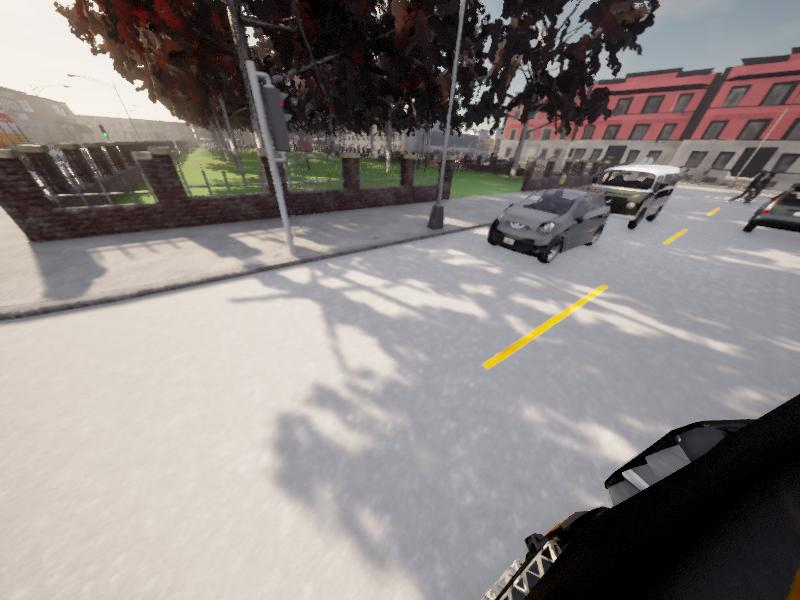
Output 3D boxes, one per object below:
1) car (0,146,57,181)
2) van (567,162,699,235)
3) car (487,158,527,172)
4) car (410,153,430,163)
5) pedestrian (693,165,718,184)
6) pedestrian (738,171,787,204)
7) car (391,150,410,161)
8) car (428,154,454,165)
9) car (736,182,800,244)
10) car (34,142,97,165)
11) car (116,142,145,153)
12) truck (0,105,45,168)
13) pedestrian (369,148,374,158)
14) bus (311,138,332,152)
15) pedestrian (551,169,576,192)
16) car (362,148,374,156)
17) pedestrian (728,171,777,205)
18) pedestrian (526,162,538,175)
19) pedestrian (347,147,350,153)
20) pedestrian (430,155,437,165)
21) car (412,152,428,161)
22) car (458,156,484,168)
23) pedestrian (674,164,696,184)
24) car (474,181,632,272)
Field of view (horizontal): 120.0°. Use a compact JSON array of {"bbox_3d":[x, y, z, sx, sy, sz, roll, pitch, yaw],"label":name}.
[{"bbox_3d":[-22.799,-7.878,13.153,2.033,1.411,5.357,-20,39,-30],"label":"car"},{"bbox_3d":[9.198,-4.190,9.164,4.480,2.038,2.069,-19,39,-30],"label":"van"},{"bbox_3d":[15.601,-19.868,33.991,1.837,1.490,4.892,-20,39,-30],"label":"car"},{"bbox_3d":[4.093,-29.299,47.576,1.970,1.475,3.806,-19,39,-29],"label":"car"},{"bbox_3d":[33.901,-13.934,25.653,0.751,1.860,0.751,-15,37,-25],"label":"pedestrian"},{"bbox_3d":[23.472,-7.295,15.006,0.751,1.860,0.751,-11,36,-20],"label":"pedestrian"},{"bbox_3d":[0.116,-32.736,52.170,1.932,1.855,4.605,-19,39,-30],"label":"car"},{"bbox_3d":[7.650,-26.405,43.368,2.007,1.525,4.514,-19,39,-30],"label":"car"},{"bbox_3d":[15.060,-3.392,8.751,3.988,1.617,1.851,-19,39,-30],"label":"car"},{"bbox_3d":[-28.386,-12.562,19.777,1.845,1.501,3.633,-20,40,-30],"label":"car"},{"bbox_3d":[-43.616,-24.792,37.498,1.994,1.385,4.181,-18,39,-29],"label":"car"},{"bbox_3d":[-30.320,-11.468,15.883,2.891,3.827,8.468,-19,39,-29],"label":"truck"},{"bbox_3d":[-6.558,-33.692,52.946,0.751,1.860,0.751,-19,39,-29],"label":"pedestrian"},{"bbox_3d":[-29.608,-58.190,86.735,3.944,4.253,10.273,-19,39,-30],"label":"bus"},{"bbox_3d":[11.200,-8.219,15.884,0.751,1.300,0.751,-19,39,-29],"label":"pedestrian"},{"bbox_3d":[-9.617,-44.544,69.472,1.905,1.878,3.866,-19,39,-30],"label":"car"},{"bbox_3d":[22.069,-7.022,14.492,0.751,1.860,0.751,-12,36,-22],"label":"pedestrian"},{"bbox_3d":[15.610,-15.542,27.346,0.751,1.300,0.751,9,34,10],"label":"pedestrian"},{"bbox_3d":[-19.420,-56.725,87.144,0.751,1.860,0.751,-20,39,-30],"label":"pedestrian"},{"bbox_3d":[5.559,-23.517,38.796,0.751,1.300,0.751,-19,39,-29],"label":"pedestrian"},{"bbox_3d":[4.519,-32.812,52.911,1.845,1.501,3.633,-19,39,-30],"label":"car"},{"bbox_3d":[11.758,-23.047,38.514,1.789,1.549,3.705,-19,39,-30],"label":"car"},{"bbox_3d":[31.532,-13.994,25.579,0.751,1.860,0.751,28,41,34],"label":"pedestrian"},{"bbox_3d":[4.092,-2.195,6.236,3.633,1.501,1.845,-19,39,-30],"label":"car"}]
